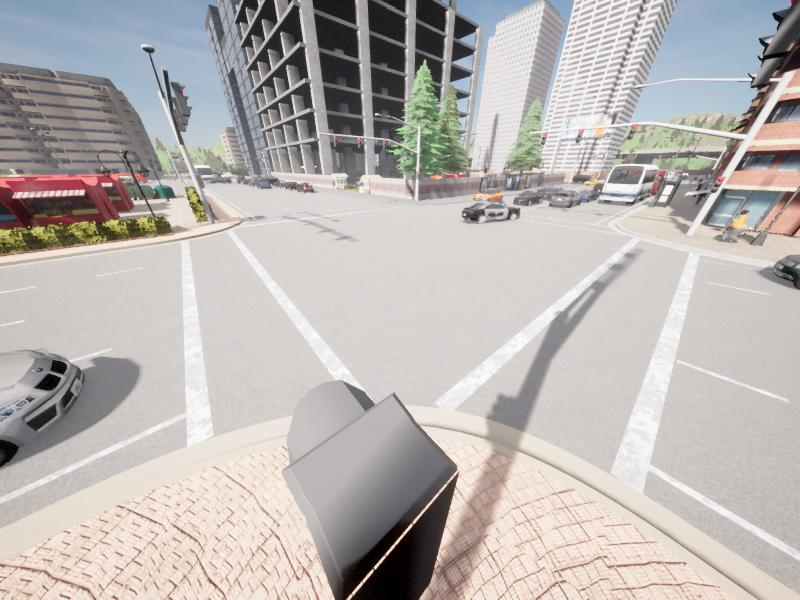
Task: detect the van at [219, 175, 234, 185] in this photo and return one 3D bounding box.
[{"bbox_3d":[-44.141,-30.569,58.807,2.069,2.038,4.480,-23,37,-34],"label":"van"}]

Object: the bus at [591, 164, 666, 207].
[{"bbox_3d":[29.081,-14.753,29.311,10.273,4.253,3.944,-23,37,-34],"label":"bus"}]

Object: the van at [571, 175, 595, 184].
[{"bbox_3d":[51.018,-33.734,64.447,1.775,1.987,4.442,-22,37,-34],"label":"van"}]

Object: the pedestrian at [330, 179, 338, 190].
[{"bbox_3d":[-12.070,-21.150,42.315,0.751,1.860,0.751,23,37,34],"label":"pedestrian"}]

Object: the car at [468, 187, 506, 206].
[{"bbox_3d":[10.696,-12.768,28.325,4.553,1.767,2.097,-23,37,-34],"label":"car"}]

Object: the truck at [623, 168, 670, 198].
[{"bbox_3d":[38.913,-18.603,36.395,8.468,3.827,2.891,-23,37,-34],"label":"truck"}]

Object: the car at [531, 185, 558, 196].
[{"bbox_3d":[23.774,-18.021,37.924,4.718,1.301,1.895,-23,37,-34],"label":"car"}]

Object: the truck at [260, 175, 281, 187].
[{"bbox_3d":[-30.214,-27.803,53.953,2.390,2.098,6.274,-23,37,-34],"label":"truck"}]

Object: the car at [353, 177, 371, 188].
[{"bbox_3d":[-8.128,-24.929,48.916,1.905,1.878,3.866,-23,37,-34],"label":"car"}]

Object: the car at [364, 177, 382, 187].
[{"bbox_3d":[-5.875,-25.875,50.553,1.905,1.878,3.866,-23,37,-34],"label":"car"}]

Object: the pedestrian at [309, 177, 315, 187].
[{"bbox_3d":[-19.074,-25.688,50.177,0.751,1.860,0.751,-23,37,-34],"label":"pedestrian"}]

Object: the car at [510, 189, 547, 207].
[{"bbox_3d":[15.622,-12.414,28.014,4.892,1.490,1.837,-23,37,-34],"label":"car"}]

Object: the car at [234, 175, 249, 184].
[{"bbox_3d":[-42.266,-32.205,61.555,1.932,1.855,4.605,-23,37,-34],"label":"car"}]

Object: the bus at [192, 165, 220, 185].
[{"bbox_3d":[-51.954,-33.522,61.697,3.944,4.253,10.273,-23,37,-34],"label":"bus"}]

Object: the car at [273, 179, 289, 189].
[{"bbox_3d":[-25.198,-24.615,48.975,1.789,1.549,3.705,-23,37,-34],"label":"car"}]

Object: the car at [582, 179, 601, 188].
[{"bbox_3d":[42.920,-26.133,51.733,5.008,1.535,1.882,-23,37,-34],"label":"car"}]

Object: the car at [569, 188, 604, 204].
[{"bbox_3d":[24.825,-13.937,30.752,5.357,1.411,2.033,-23,37,-34],"label":"car"}]

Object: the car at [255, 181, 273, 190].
[{"bbox_3d":[-27.697,-23.301,46.885,1.994,1.385,4.181,-23,37,-34],"label":"car"}]

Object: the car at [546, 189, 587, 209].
[{"bbox_3d":[19.266,-11.744,26.677,4.611,1.667,2.242,-23,37,-34],"label":"car"}]

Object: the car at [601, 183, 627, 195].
[{"bbox_3d":[36.103,-18.722,38.890,5.366,1.575,1.801,-23,37,-34],"label":"car"}]

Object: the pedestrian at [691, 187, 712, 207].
[{"bbox_3d":[33.214,-11.366,25.478,0.751,1.860,0.751,-23,37,-34],"label":"pedestrian"}]

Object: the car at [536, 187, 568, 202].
[{"bbox_3d":[21.150,-14.728,32.022,4.892,1.490,1.837,-23,37,-34],"label":"car"}]

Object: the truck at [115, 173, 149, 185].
[{"bbox_3d":[-69.738,-31.606,60.276,5.204,2.467,2.627,-23,37,-34],"label":"truck"}]

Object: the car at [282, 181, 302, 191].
[{"bbox_3d":[-20.828,-22.030,44.514,1.882,1.535,5.008,-23,37,-34],"label":"car"}]

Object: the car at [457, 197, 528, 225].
[{"bbox_3d":[7.673,-7.508,19.316,5.238,1.638,1.930,-10,31,-16],"label":"car"}]

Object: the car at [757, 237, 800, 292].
[{"bbox_3d":[16.218,-0.903,7.905,3.705,1.549,1.789,21,36,32],"label":"car"}]

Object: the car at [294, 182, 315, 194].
[{"bbox_3d":[-16.556,-19.550,40.149,1.851,1.617,3.988,-23,37,-34],"label":"car"}]

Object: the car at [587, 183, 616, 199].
[{"bbox_3d":[29.977,-16.310,34.363,3.866,1.878,1.905,-23,37,-34],"label":"car"}]

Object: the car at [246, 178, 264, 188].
[{"bbox_3d":[-32.368,-26.160,51.584,2.152,1.651,5.027,-23,37,-34],"label":"car"}]

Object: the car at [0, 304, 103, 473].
[{"bbox_3d":[-7.986,1.961,2.938,4.611,1.667,2.242,-22,37,-34],"label":"car"}]

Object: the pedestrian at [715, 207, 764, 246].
[{"bbox_3d":[18.529,-4.021,12.645,0.751,1.860,0.751,-18,34,-28],"label":"pedestrian"}]
